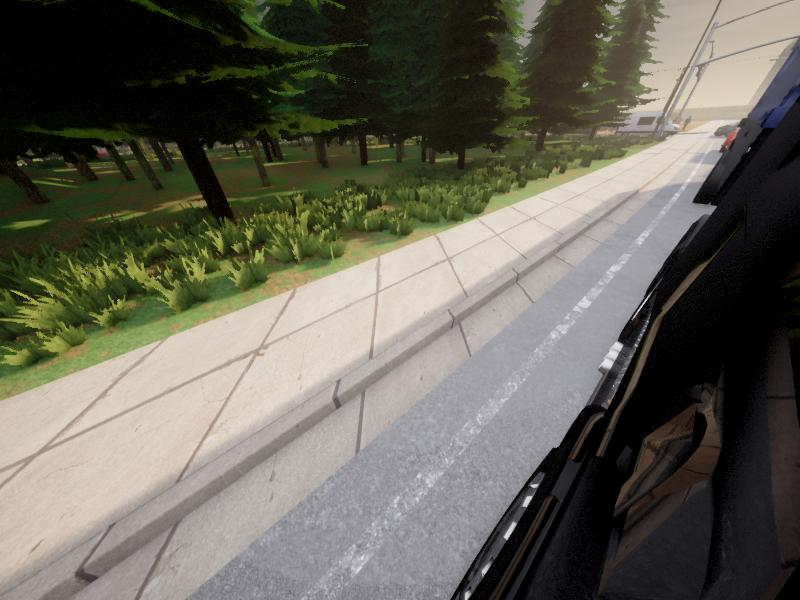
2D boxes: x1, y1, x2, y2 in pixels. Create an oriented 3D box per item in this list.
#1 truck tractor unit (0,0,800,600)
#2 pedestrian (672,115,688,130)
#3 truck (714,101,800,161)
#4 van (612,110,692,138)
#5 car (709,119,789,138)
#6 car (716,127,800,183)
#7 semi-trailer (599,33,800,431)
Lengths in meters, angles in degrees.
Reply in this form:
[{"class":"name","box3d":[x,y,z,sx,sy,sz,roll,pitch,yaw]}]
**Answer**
[{"class":"truck tractor unit","box3d":[2.645,-0.295,0.351,6.516,4.208,3.053,-28,44,-30]},{"class":"pedestrian","box3d":[43.404,-27.507,35.850,0.751,1.860,0.751,16,41,23]},{"class":"truck","box3d":[21.380,-9.911,13.485,5.204,2.467,2.627,-30,44,-31]},{"class":"van","box3d":[30.503,-21.446,28.325,1.988,2.561,5.915,-29,44,-30]},{"class":"car","box3d":[36.945,-18.303,24.676,4.181,1.385,1.994,11,39,18]},{"class":"car","box3d":[15.883,-6.350,9.891,4.902,1.511,2.128,-29,44,-30]},{"class":"semi-trailer","box3d":[8.645,-3.642,4.278,14.254,4.402,2.717,-29,44,-30]}]
